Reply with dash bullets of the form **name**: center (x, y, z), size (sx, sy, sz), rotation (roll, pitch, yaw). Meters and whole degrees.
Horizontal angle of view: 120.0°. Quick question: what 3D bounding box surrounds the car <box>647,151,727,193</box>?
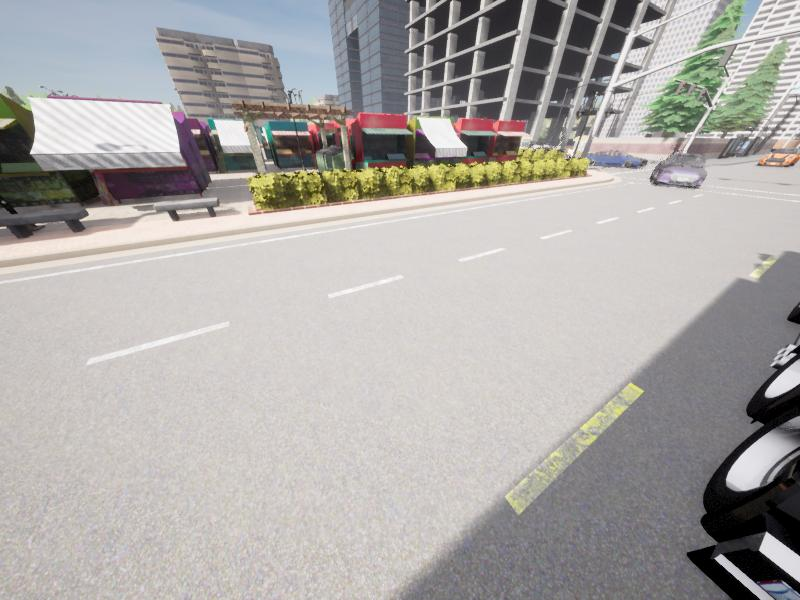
- **car**: center (17.193, -8.006, 14.180), size (2.033, 1.649, 4.856), rotation (26, 43, 30)

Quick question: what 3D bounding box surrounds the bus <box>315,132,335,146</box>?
- **bus**: center (-28.026, -60.290, 86.521), size (3.944, 4.253, 10.273), rotation (-18, 39, -25)

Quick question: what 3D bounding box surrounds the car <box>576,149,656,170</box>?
- **car**: center (21.287, -14.106, 23.092), size (2.033, 1.411, 5.357), rotation (-19, 39, -25)

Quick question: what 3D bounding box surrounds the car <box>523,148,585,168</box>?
- **car**: center (16.121, -15.191, 24.533), size (2.163, 1.488, 4.792), rotation (-18, 39, -24)

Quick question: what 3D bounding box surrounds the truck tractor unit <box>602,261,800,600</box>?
- **truck tractor unit**: center (5.104, -0.307, 0.788), size (6.516, 4.208, 3.053), rotation (-19, 39, -24)

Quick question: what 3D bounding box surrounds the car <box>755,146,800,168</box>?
- **car**: center (41.595, -15.598, 25.129), size (4.553, 1.767, 2.097), rotation (-18, 39, -24)
